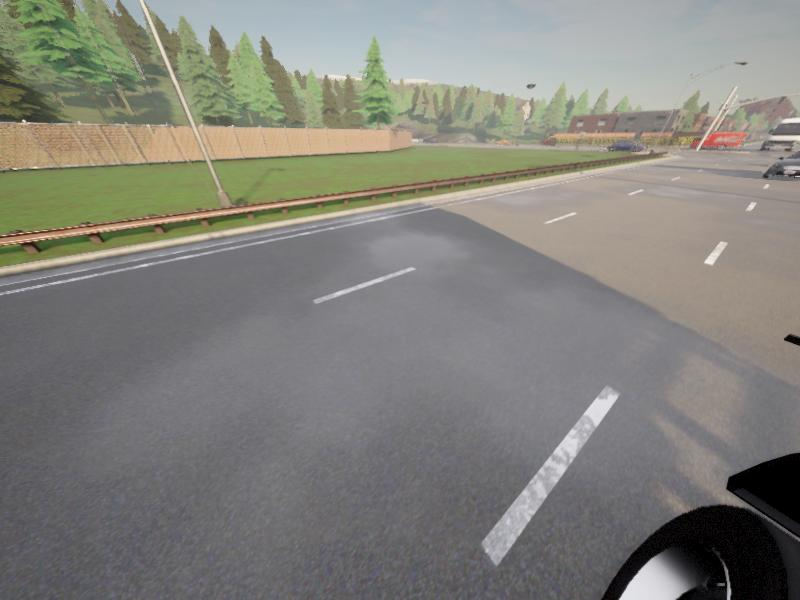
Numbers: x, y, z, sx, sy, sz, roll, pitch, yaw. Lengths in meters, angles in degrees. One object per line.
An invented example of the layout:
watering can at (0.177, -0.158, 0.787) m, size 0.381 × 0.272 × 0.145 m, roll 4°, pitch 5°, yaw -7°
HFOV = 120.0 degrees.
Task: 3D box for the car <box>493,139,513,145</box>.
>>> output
car at (32.301, -49.752, 72.715) m, size 1.801 × 1.575 × 5.366 m, roll -21°, pitch 40°, yaw -27°

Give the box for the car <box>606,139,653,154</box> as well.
car at (36.002, -24.268, 36.391) m, size 2.097 × 1.767 × 4.553 m, roll -20°, pitch 40°, yaw -26°

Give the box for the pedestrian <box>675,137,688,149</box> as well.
pedestrian at (55.260, -30.771, 45.326) m, size 0.751 × 1.860 × 0.751 m, roll -24°, pitch 42°, yaw -30°

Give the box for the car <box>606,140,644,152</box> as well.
car at (38.059, -26.128, 39.170) m, size 1.851 × 1.617 × 3.988 m, roll -22°, pitch 41°, yaw -27°

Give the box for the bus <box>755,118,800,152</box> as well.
bus at (63.402, -26.855, 37.675) m, size 10.273 × 4.253 × 3.944 m, roll -22°, pitch 41°, yaw -28°

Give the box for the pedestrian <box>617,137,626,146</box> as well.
pedestrian at (55.484, -39.871, 57.951) m, size 0.751 × 1.860 × 0.751 m, roll -22°, pitch 40°, yaw -27°

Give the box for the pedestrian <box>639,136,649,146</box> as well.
pedestrian at (57.843, -37.683, 54.829) m, size 0.751 × 1.860 × 0.751 m, roll -22°, pitch 41°, yaw -27°

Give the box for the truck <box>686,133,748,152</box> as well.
truck at (52.427, -26.184, 38.361) m, size 2.627 × 2.467 × 5.204 m, roll -22°, pitch 40°, yaw -27°

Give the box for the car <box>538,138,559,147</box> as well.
car at (38.776, -41.206, 60.278) m, size 1.905 × 1.878 × 3.866 m, roll -24°, pitch 41°, yaw -29°

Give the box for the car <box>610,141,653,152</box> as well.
car at (40.862, -27.303, 40.918) m, size 2.163 × 1.488 × 4.792 m, roll -22°, pitch 40°, yaw -27°

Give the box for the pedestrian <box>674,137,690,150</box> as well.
pedestrian at (47.278, -26.247, 38.726) m, size 0.751 × 1.860 × 0.751 m, roll -18°, pitch 39°, yaw -23°

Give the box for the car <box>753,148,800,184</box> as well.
car at (24.285, -8.082, 13.818) m, size 4.902 × 1.511 × 2.128 m, roll -16°, pitch 38°, yaw -21°
